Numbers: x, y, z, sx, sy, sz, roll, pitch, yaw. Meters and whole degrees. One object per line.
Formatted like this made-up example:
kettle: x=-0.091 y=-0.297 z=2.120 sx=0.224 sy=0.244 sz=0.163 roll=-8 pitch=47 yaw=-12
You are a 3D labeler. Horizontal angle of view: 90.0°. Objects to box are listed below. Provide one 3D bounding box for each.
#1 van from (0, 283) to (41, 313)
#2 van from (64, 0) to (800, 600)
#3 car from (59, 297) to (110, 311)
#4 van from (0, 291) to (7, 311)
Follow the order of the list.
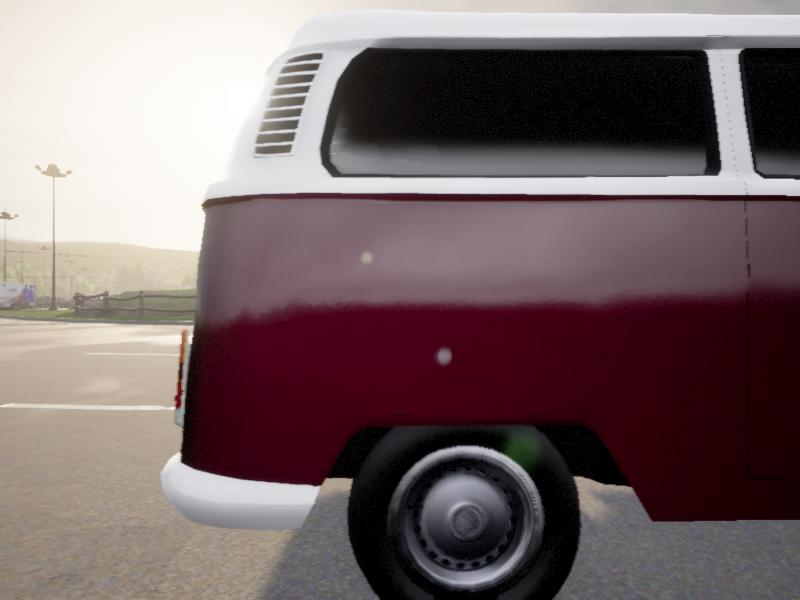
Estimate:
van: x=-34.964 y=-0.124 z=33.900 sx=2.351 sy=2.431 sz=6.366 roll=-5 pitch=-1 yaw=17
van: x=1.462 y=-0.019 z=1.982 sx=4.480 sy=2.038 sz=2.069 roll=0 pitch=1 yaw=-1
car: x=-33.334 y=0.382 z=42.351 sx=4.181 sy=1.385 sz=1.994 roll=0 pitch=0 yaw=-38
van: x=-41.166 y=0.062 z=38.451 sx=1.775 sy=1.987 sz=4.442 roll=0 pitch=0 yaw=27
